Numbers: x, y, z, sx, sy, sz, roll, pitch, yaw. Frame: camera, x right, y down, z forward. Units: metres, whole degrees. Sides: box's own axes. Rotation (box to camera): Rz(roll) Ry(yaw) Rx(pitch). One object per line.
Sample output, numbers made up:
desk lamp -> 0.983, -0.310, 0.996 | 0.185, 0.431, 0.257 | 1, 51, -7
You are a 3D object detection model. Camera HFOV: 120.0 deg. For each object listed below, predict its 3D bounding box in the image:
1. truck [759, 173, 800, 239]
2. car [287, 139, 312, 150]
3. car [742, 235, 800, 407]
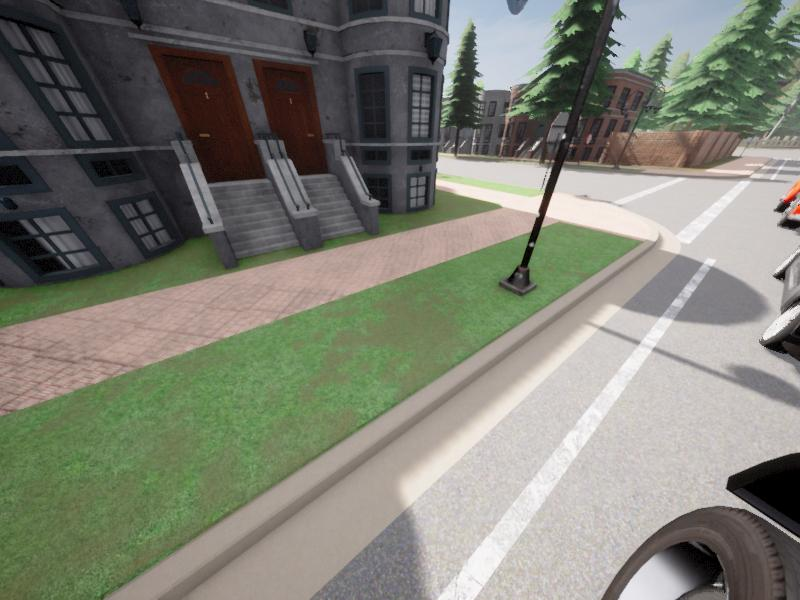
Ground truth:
truck -> 13.157, -3.204, 6.235 | 5.204, 2.467, 2.627 | -22, 41, -28
car -> -22.284, -34.489, 51.179 | 5.566, 2.045, 2.150 | 27, 43, 33
car -> 6.553, -0.172, 2.710 | 5.238, 1.638, 1.930 | -22, 41, -28
